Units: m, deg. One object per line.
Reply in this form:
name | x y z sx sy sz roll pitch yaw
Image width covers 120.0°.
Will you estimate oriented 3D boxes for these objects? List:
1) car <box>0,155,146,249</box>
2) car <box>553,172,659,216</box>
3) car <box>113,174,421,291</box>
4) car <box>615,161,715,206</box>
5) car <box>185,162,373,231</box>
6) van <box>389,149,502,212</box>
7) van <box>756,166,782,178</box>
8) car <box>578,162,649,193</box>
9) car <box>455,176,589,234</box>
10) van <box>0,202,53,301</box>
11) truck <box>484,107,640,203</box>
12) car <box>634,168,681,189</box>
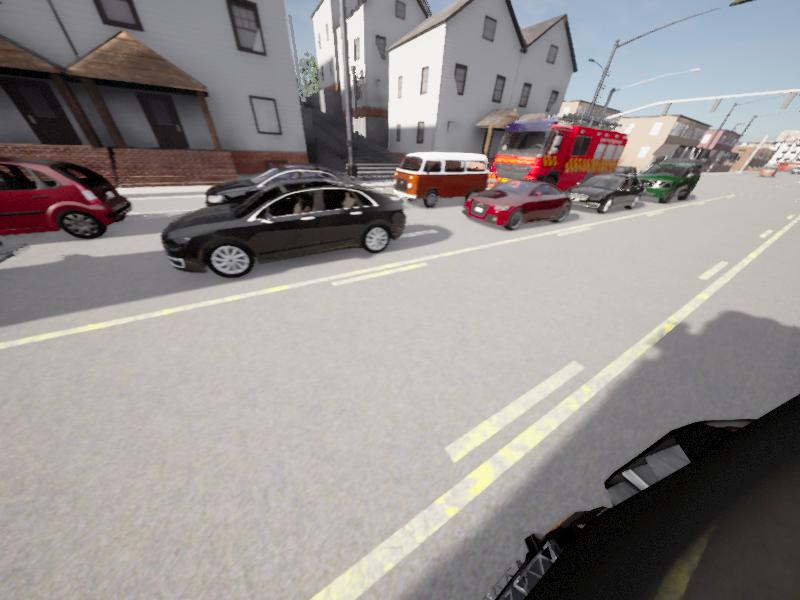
car | -8.969 -2.186 5.060 3.988 1.617 1.851 -16 38 -26
car | 10.131 -5.332 11.355 4.892 1.490 1.837 -16 38 -26
car | -2.144 -1.836 5.169 4.892 1.490 1.837 -16 38 -26
car | 16.514 -7.379 14.413 5.566 2.045 2.150 -16 38 -26
car | -3.604 -3.668 7.781 4.902 1.511 2.128 -16 38 -26
van | 1.971 -5.475 10.444 4.480 2.038 2.069 -16 38 -26
van | 77.839 -27.065 48.703 4.442 1.987 1.775 -16 38 -26
car | 16.388 -9.482 17.783 4.553 1.767 2.097 -16 38 -26
car | 4.420 -3.641 8.494 4.181 1.385 1.994 -15 38 -24
van | -8.794 -0.328 1.554 6.366 2.431 2.351 -16 38 -26
truck | 9.556 -8.369 13.758 8.468 3.827 2.891 -16 38 -26
car | 24.971 -11.861 22.382 5.357 1.411 2.033 -22 41 -33
